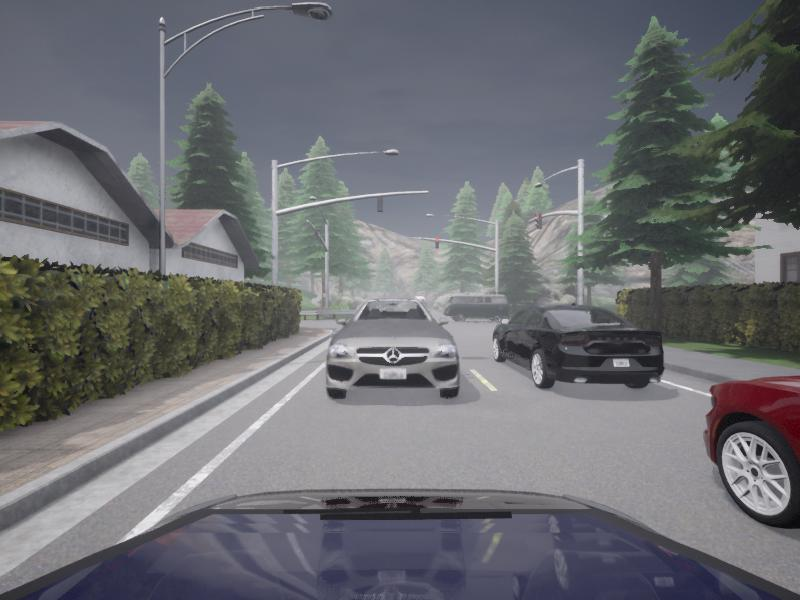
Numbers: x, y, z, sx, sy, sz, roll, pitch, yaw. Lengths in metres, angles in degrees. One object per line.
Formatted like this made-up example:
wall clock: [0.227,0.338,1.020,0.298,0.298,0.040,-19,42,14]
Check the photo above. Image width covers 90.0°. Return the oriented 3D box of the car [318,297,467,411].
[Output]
car: [-0.147,0.781,8.302,2.152,1.651,5.027,0,0,-1]

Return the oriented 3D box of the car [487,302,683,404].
car: [3.393,0.823,8.653,1.882,1.535,5.008,0,0,-1]

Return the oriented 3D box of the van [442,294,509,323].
van: [5.305,0.587,28.430,4.442,1.987,1.775,0,0,0]

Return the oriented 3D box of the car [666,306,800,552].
car: [3.475,0.823,1.271,1.882,1.535,5.008,0,0,-1]
